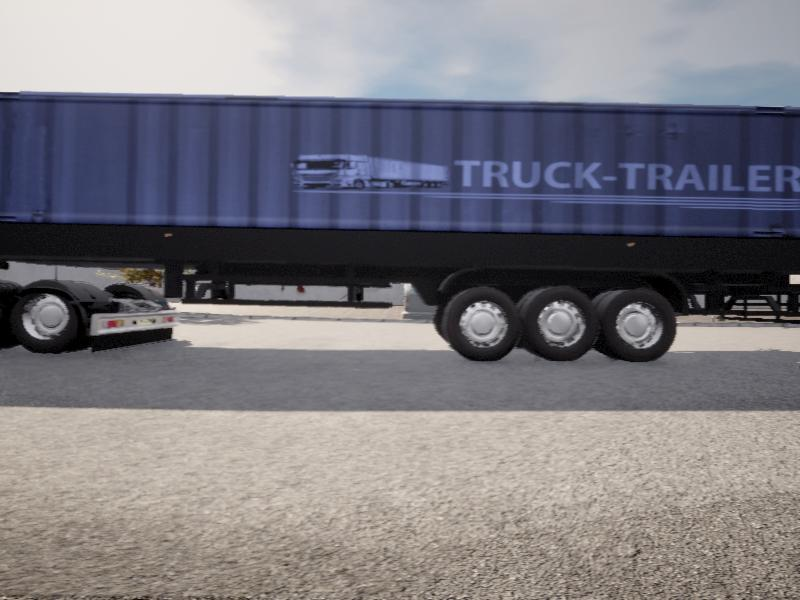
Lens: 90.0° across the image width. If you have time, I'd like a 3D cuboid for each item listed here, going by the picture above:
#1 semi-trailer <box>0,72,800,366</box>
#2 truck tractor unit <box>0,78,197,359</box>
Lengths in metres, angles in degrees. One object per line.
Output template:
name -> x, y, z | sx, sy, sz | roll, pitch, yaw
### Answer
semi-trailer -> -0.024, -1.258, 7.554 | 14.254, 4.402, 2.717 | 1, 0, 0
truck tractor unit -> -7.932, -1.289, 7.576 | 6.516, 4.208, 3.053 | 1, 0, 0
